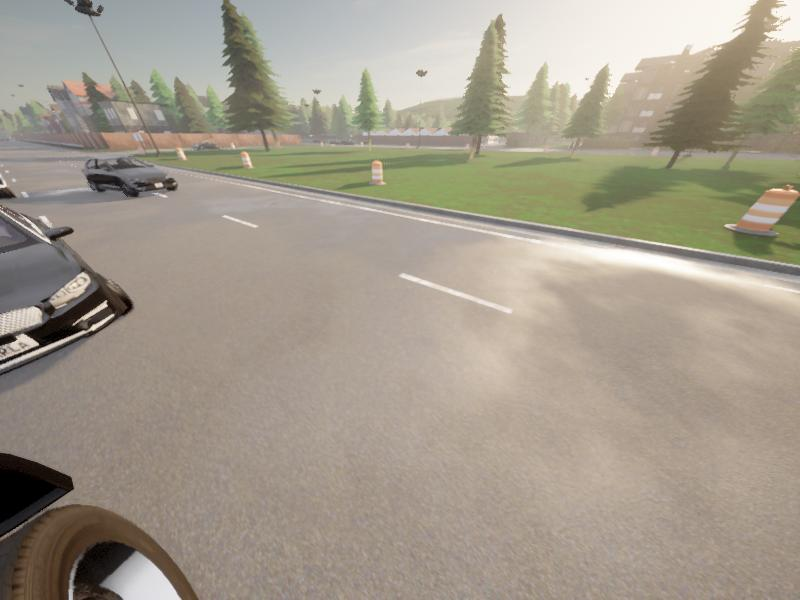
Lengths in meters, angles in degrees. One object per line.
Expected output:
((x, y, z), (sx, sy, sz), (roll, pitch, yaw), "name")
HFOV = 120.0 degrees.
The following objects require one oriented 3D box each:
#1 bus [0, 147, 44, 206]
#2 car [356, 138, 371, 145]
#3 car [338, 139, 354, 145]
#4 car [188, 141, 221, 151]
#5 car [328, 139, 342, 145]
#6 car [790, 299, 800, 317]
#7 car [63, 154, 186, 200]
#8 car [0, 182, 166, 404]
((-20.256, -6.627, 9.450), (10.273, 4.253, 3.944), (21, 40, 27), "bus")
((-12.050, -52.715, 76.626), (4.605, 1.855, 1.932), (22, 41, 27), "car")
((-16.957, -49.587, 72.555), (4.902, 1.511, 2.128), (22, 41, 27), "car")
((-35.767, -28.295, 42.352), (1.970, 1.475, 3.806), (16, 38, 21), "car")
((-20.021, -48.332, 70.809), (3.806, 1.475, 1.970), (22, 41, 27), "car")
((7.478, 0.557, 1.756), (3.988, 1.617, 1.851), (21, 40, 27), "car")
((-12.628, -5.782, 10.701), (4.193, 1.474, 1.816), (13, 37, 18), "car")
((-5.969, -0.445, 3.181), (4.902, 1.511, 2.128), (19, 41, 26), "car")
